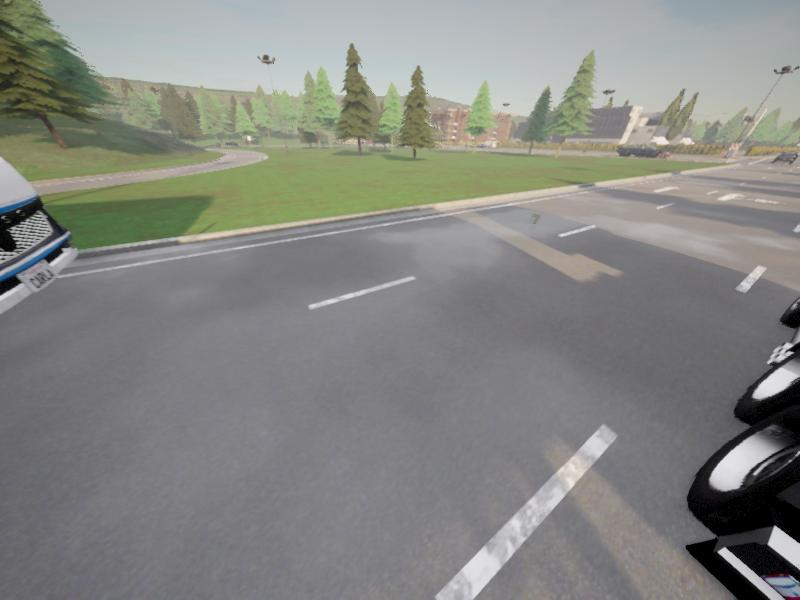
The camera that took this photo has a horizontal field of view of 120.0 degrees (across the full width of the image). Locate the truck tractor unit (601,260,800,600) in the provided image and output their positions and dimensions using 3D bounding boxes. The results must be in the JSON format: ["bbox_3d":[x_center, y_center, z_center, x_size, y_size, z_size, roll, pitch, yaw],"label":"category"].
[{"bbox_3d":[5.146,-0.263,0.794,6.516,4.208,3.053,-17,41,-25],"label":"truck tractor unit"}]

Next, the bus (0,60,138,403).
[{"bbox_3d":[-9.464,-0.270,0.558,10.273,4.253,3.944,-18,39,-25],"label":"bus"}]

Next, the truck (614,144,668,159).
[{"bbox_3d":[44.531,-27.641,42.942,2.390,2.098,6.274,-18,39,-25],"label":"truck"}]

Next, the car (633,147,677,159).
[{"bbox_3d":[48.142,-27.862,43.742,2.152,1.651,5.027,-18,39,-25],"label":"car"}]

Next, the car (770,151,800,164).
[{"bbox_3d":[59.177,-21.842,35.328,4.902,1.511,2.128,-21,40,-28],"label":"car"}]
